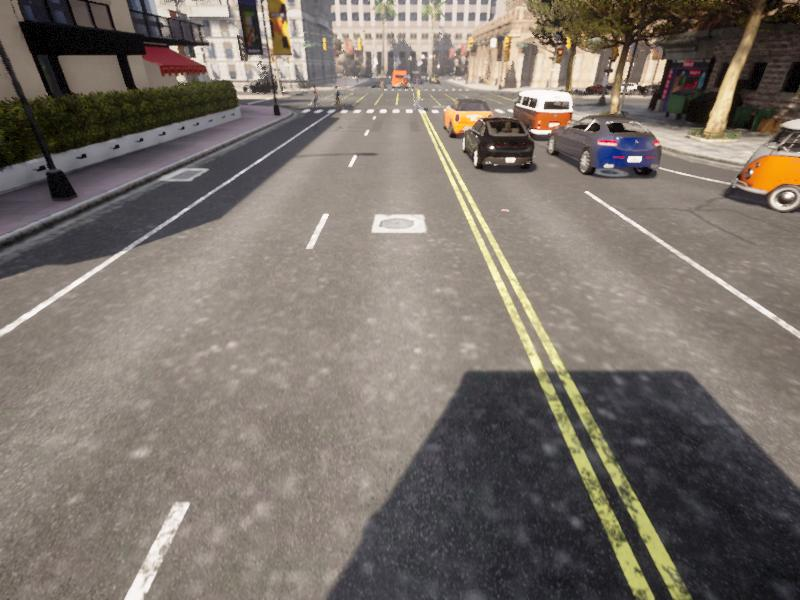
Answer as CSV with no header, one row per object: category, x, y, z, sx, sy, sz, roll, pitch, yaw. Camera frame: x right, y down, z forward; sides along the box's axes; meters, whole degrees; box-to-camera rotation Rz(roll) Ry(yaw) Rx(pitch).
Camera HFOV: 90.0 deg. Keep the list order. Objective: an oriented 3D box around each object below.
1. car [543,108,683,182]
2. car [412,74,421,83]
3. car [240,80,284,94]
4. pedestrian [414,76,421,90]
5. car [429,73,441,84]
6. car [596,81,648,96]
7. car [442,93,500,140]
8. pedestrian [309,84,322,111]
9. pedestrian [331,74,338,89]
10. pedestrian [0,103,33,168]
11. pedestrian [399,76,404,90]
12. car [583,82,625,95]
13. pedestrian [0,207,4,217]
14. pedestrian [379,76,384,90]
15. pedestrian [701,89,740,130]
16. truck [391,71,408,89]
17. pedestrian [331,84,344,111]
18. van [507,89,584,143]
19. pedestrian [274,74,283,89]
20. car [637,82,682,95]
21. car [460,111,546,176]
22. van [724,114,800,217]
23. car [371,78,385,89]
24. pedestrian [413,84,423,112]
car,6.990,-5.576,13.989,2.152,1.651,5.027,0,30,0
car,3.580,-49.194,88.752,1.930,1.638,5.238,1,30,1
car,-17.720,-27.432,51.572,4.892,1.490,1.837,-1,31,-2
pedestrian,2.613,-32.390,59.677,0.751,1.860,0.751,7,31,12
car,7.027,-44.560,80.575,1.932,1.855,4.605,0,30,0
car,26.713,-25.526,48.297,4.974,1.542,2.038,0,30,0
car,3.491,-9.555,20.639,2.097,1.767,4.553,0,30,0
pedestrian,-6.673,-16.042,31.641,0.751,1.860,0.751,0,30,0
pedestrian,-9.773,-32.673,59.852,0.751,1.860,0.751,-1,30,-2
pedestrian,-13.004,-5.339,12.985,0.751,1.860,0.751,0,30,0
pedestrian,0.205,-32.258,59.448,0.751,1.860,0.751,2,30,4
car,26.174,-27.215,51.354,4.181,1.385,1.994,0,30,0
pedestrian,-9.235,-2.523,8.159,0.751,1.860,0.751,3,30,5
pedestrian,-2.718,-32.399,59.688,0.751,1.860,0.751,-1,30,-3
pedestrian,16.677,-9.922,20.860,0.751,1.860,0.751,0,30,1
truck,-0.025,-35.311,64.126,2.627,2.467,5.204,0,30,0
pedestrian,-4.855,-15.805,31.236,0.751,1.860,0.751,2,30,3
van,6.992,-9.257,19.886,2.069,2.038,4.480,0,30,0
pedestrian,-18.076,-32.447,59.460,0.751,1.860,0.751,0,30,0
car,33.255,-27.191,51.316,4.181,1.385,1.994,1,30,1
car,3.493,-5.871,14.620,1.837,1.490,4.892,0,30,0
van,10.537,-2.928,9.090,4.442,1.987,1.775,22,37,33
car,-3.529,-35.348,65.254,2.033,1.411,5.357,0,30,0
pedestrian,1.392,-15.656,30.984,0.751,1.860,0.751,2,30,3
